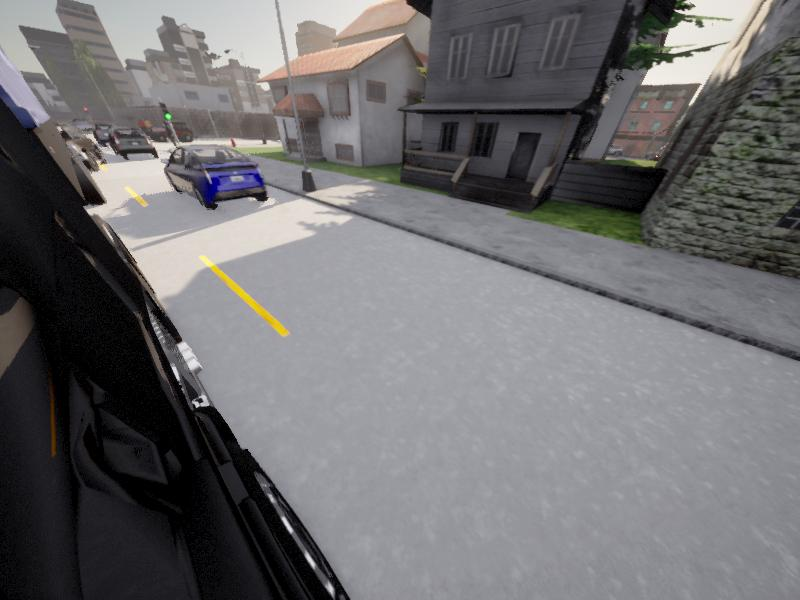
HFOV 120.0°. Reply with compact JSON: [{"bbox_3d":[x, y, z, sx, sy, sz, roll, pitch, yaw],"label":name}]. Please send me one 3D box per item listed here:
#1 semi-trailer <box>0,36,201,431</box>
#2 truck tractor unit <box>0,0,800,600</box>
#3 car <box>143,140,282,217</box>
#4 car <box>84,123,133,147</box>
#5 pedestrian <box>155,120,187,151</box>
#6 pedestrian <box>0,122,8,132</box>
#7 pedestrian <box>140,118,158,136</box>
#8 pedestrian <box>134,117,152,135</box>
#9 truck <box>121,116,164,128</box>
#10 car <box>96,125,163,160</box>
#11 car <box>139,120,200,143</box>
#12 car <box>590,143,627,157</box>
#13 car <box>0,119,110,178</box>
[{"bbox_3d":[-8.663,-3.619,4.274,14.254,4.402,2.717,28,44,30],"label":"semi-trailer"},{"bbox_3d":[-2.645,-0.295,0.351,6.516,4.208,3.053,28,44,30],"label":"truck tractor unit"},{"bbox_3d":[-6.280,-4.259,7.713,4.514,1.525,2.007,28,43,30],"label":"car"},{"bbox_3d":[-25.331,-14.355,20.072,3.633,1.501,1.845,28,43,30],"label":"car"},{"bbox_3d":[-17.160,-12.307,17.349,0.751,1.860,0.751,8,37,7],"label":"pedestrian"},{"bbox_3d":[-46.387,-20.385,26.342,0.751,1.860,0.751,-29,47,-35],"label":"pedestrian"},{"bbox_3d":[-32.743,-22.572,30.142,0.751,1.860,0.751,28,44,30],"label":"pedestrian"},{"bbox_3d":[-34.062,-22.989,30.619,0.751,1.860,0.751,23,41,25],"label":"pedestrian"},{"bbox_3d":[-61.734,-42.772,55.487,2.390,2.098,6.274,28,43,30],"label":"truck"},{"bbox_3d":[-17.651,-10.321,15.073,3.988,1.617,1.851,28,43,30],"label":"car"},{"bbox_3d":[-24.584,-18.071,24.814,1.905,1.878,3.866,24,42,26],"label":"car"},{"bbox_3d":[31.387,-22.637,34.880,3.806,1.475,1.970,28,43,30],"label":"car"},{"bbox_3d":[-15.599,-7.049,10.579,1.932,1.855,4.605,-25,44,-32],"label":"car"}]
